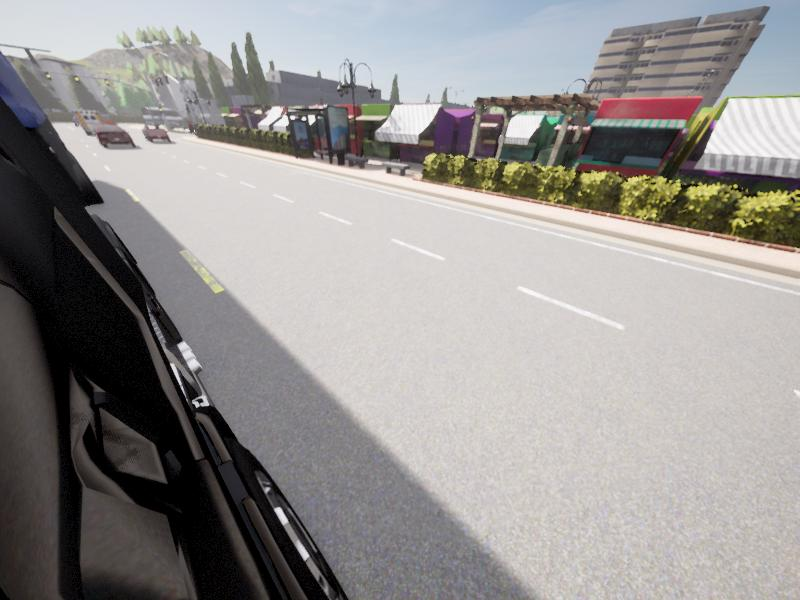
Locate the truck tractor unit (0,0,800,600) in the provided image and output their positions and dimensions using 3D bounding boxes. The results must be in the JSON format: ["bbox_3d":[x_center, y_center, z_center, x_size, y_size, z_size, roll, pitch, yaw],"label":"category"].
[{"bbox_3d":[-2.645,-0.295,0.351,6.516,4.208,3.053,28,44,30],"label":"truck tractor unit"}]

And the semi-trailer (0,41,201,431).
[{"bbox_3d":[-8.685,-3.612,4.244,14.254,4.402,2.717,28,44,30],"label":"semi-trailer"}]

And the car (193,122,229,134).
[{"bbox_3d":[-34.060,-30.961,41.690,2.007,1.525,4.514,30,45,32],"label":"car"}]

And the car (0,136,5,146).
[{"bbox_3d":[-31.078,-12.004,16.640,4.181,1.385,1.994,29,44,31],"label":"car"}]

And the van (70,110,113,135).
[{"bbox_3d":[-40.602,-23.375,30.383,6.366,2.431,2.351,29,44,31],"label":"van"}]

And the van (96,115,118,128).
[{"bbox_3d":[-58.429,-35.632,46.053,4.442,1.987,1.775,31,45,32],"label":"van"}]

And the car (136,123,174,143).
[{"bbox_3d":[-25.569,-17.432,24.105,3.633,1.501,1.845,31,45,33],"label":"car"}]

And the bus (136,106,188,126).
[{"bbox_3d":[-74.170,-57.517,72.466,3.944,4.253,10.273,8,37,8],"label":"bus"}]

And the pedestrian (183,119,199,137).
[{"bbox_3d":[-27.457,-22.600,30.336,0.751,1.860,0.751,30,45,32],"label":"pedestrian"}]

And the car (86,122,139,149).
[{"bbox_3d":[-24.007,-13.733,19.249,5.008,1.535,1.882,29,44,30],"label":"car"}]
